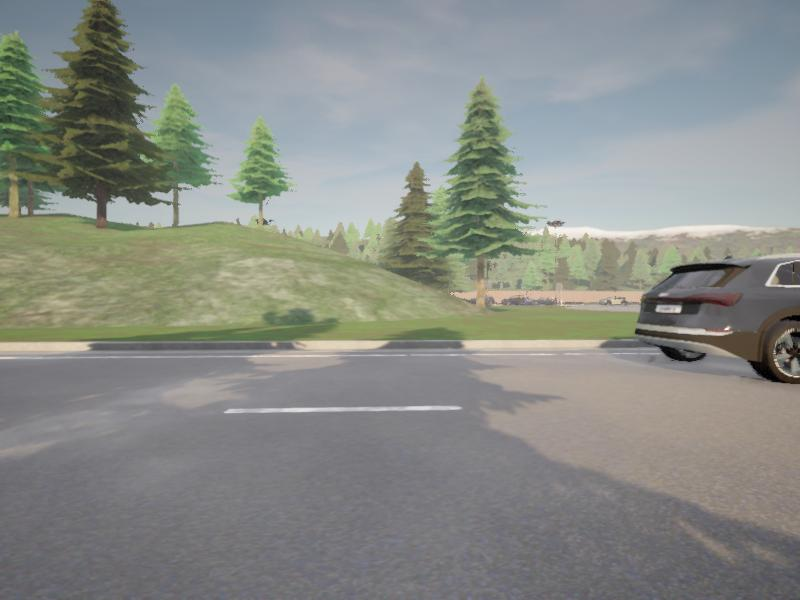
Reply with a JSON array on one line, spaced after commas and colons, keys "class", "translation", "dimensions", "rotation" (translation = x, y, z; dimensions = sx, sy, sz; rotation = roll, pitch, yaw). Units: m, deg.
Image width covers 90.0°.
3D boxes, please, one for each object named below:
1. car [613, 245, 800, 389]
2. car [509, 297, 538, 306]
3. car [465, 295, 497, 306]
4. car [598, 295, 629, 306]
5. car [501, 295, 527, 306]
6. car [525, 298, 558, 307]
[{"class": "car", "translation": [6.008, 0.187, 5.744], "dimensions": [4.856, 1.649, 2.033], "rotation": [0, 0, -3]}, {"class": "car", "translation": [21.863, 0.303, 71.127], "dimensions": [4.514, 1.525, 2.007], "rotation": [0, 0, -4]}, {"class": "car", "translation": [12.781, 0.075, 63.555], "dimensions": [4.605, 1.855, 1.932], "rotation": [0, 0, -4]}, {"class": "car", "translation": [38.555, 0.116, 72.157], "dimensions": [4.605, 1.855, 1.932], "rotation": [0, 0, -4]}, {"class": "car", "translation": [19.173, 0.078, 67.456], "dimensions": [3.866, 1.878, 1.905], "rotation": [0, 0, -4]}, {"class": "car", "translation": [21.424, 0.344, 60.581], "dimensions": [4.181, 1.385, 1.994], "rotation": [0, 0, -4]}]
